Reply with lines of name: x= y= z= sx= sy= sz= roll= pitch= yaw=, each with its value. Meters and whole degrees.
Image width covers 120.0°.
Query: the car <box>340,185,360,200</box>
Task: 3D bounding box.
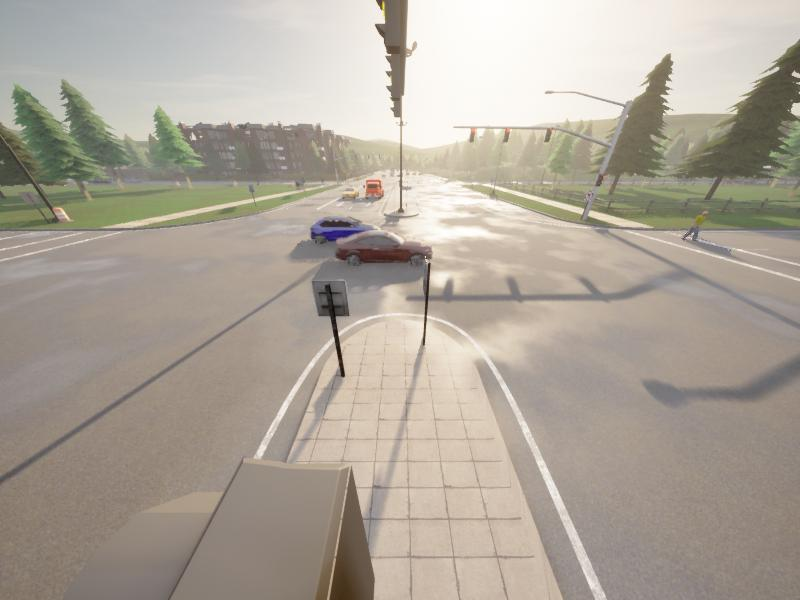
car: x=-7.276 y=-15.902 z=34.069 sx=1.801 sy=1.575 sz=5.366 roll=0 pitch=30 yaw=0

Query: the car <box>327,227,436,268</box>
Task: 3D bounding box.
car: x=-0.792 y=-2.562 z=11.099 sx=4.674 sy=1.442 sz=1.812 roll=0 pitch=30 yaw=0

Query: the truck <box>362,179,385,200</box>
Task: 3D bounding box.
truck: x=-3.776 y=-16.284 z=33.842 sx=2.627 sy=2.467 sz=5.204 roll=0 pitch=30 yaw=0

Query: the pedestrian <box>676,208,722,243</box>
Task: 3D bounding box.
pedestrian: x=18.011 y=-4.487 z=13.963 sx=0.751 sy=1.860 sz=0.751 roll=1 pitch=30 yaw=2

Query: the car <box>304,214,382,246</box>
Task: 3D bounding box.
car: x=-3.292 y=-4.323 z=14.118 sx=4.193 sy=1.474 sz=1.816 roll=0 pitch=30 yaw=0

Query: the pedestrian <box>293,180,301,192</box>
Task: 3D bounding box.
pedestrian: x=-18.306 y=-20.350 z=41.139 sx=0.751 sy=1.860 sz=0.751 roll=3 pitch=30 yaw=5

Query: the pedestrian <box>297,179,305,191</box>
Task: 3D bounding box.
pedestrian: x=-18.124 y=-20.965 z=42.204 sx=0.751 sy=1.860 sz=0.751 roll=2 pitch=30 yaw=4
